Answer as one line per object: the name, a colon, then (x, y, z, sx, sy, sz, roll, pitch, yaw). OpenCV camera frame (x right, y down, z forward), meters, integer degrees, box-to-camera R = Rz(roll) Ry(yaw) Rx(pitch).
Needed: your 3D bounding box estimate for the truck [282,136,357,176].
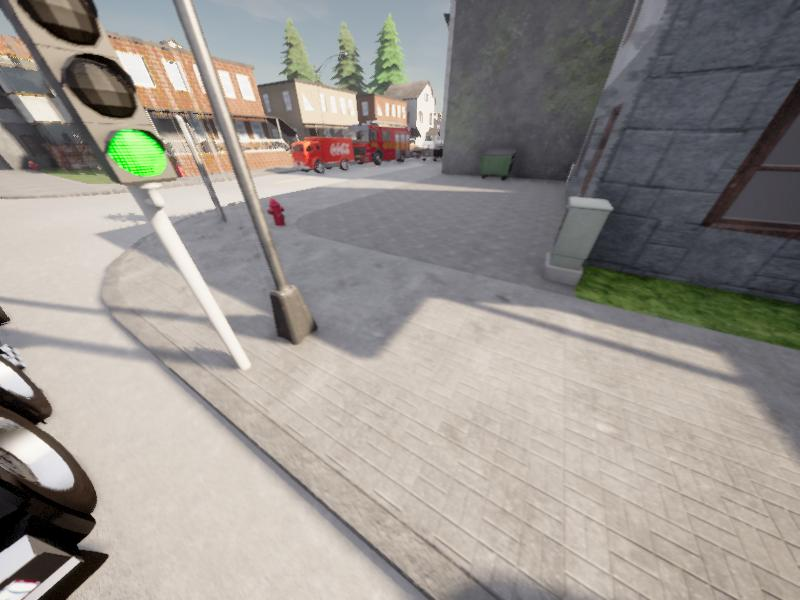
truck: (-6.518, -12.285, 19.562, 2.627, 2.467, 5.204, 20, 39, 26)

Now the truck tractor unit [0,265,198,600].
truck tractor unit: (-5.120, -0.291, 0.777, 6.516, 4.208, 3.053, 18, 39, 24)
